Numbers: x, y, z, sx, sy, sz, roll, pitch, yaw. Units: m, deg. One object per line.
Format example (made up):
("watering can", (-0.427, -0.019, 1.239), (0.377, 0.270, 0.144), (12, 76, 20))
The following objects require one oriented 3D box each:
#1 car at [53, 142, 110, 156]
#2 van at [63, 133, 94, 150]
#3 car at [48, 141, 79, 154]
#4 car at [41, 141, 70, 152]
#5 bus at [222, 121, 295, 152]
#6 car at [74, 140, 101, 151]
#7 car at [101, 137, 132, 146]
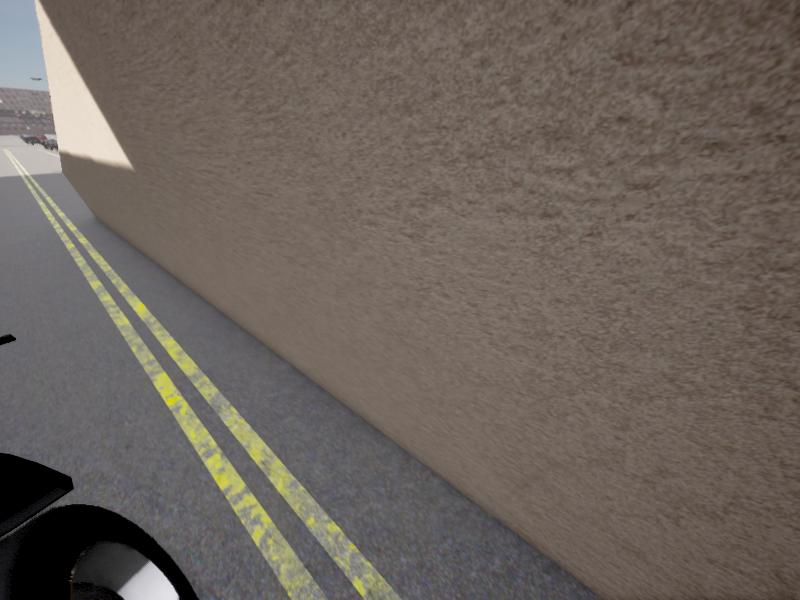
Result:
("car", (-42.762, -20.396, 31.113), (4.514, 1.525, 2.007), (4, 35, 5))
("van", (-61.826, -30.514, 44.408), (5.915, 2.561, 1.988), (22, 41, 28))
("car", (-51.747, -23.526, 35.498), (4.892, 1.490, 1.837), (22, 41, 28))
("car", (-59.401, -26.589, 39.858), (5.357, 1.411, 2.033), (22, 41, 28))
("bus", (-25.945, -30.586, 43.352), (3.944, 4.253, 10.273), (22, 40, 27))
("car", (-56.091, -27.758, 41.474), (3.806, 1.475, 1.970), (22, 41, 28))
("car", (-75.063, -42.112, 61.307), (1.932, 1.855, 4.605), (21, 40, 27))
